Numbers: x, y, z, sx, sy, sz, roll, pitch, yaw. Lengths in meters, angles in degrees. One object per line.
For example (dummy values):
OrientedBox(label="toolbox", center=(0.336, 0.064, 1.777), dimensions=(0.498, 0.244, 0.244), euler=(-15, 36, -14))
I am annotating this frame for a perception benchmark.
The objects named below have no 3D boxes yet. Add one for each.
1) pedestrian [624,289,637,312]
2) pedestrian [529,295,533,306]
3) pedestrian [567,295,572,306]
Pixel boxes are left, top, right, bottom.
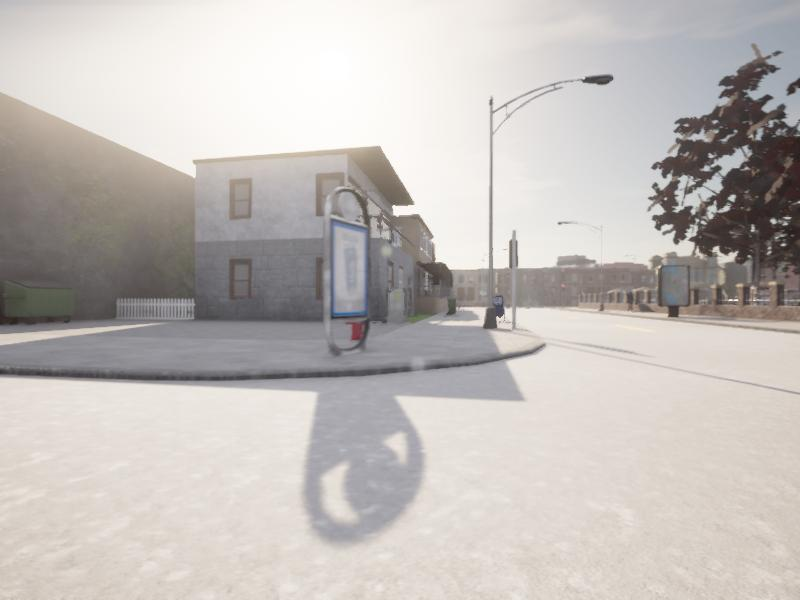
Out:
OrientedBox(label="pedestrian", center=(19.059, 0.028, 33.036), dimensions=(0.751, 1.860, 0.751), euler=(0, 0, 13))
OrientedBox(label="pedestrian", center=(22.144, 0.096, 67.612), dimensions=(0.751, 1.860, 0.751), euler=(0, 0, 17))
OrientedBox(label="pedestrian", center=(29.241, 0.111, 68.959), dimensions=(0.751, 1.860, 0.751), euler=(0, 0, 12))
